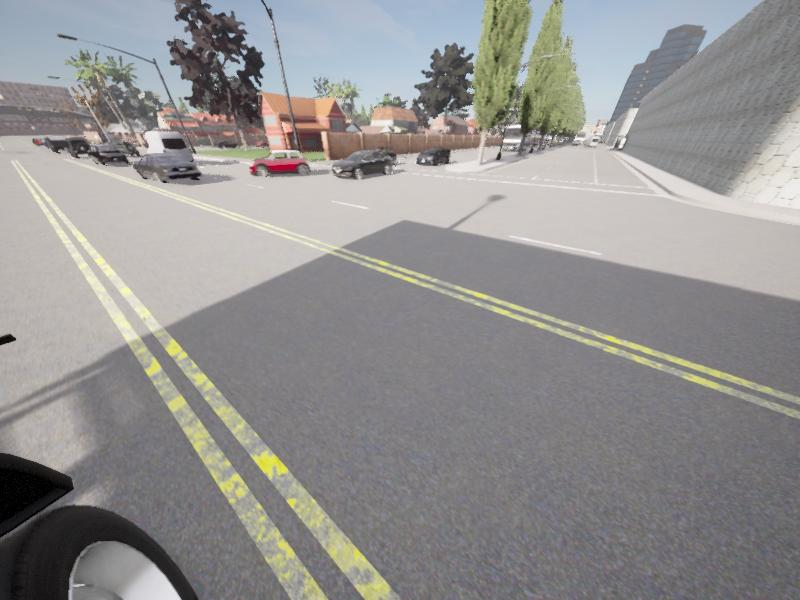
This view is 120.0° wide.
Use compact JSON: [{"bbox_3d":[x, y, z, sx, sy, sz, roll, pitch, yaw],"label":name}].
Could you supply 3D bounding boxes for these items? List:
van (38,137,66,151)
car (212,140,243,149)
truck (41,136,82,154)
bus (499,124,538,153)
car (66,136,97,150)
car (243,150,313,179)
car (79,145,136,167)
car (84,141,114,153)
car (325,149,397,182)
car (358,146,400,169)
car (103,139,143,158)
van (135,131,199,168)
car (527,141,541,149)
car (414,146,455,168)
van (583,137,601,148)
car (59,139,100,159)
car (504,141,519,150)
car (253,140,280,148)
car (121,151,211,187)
[{"bbox_3d":[-61.858,-27.798,41.067,4.442,1.987,1.775,22,41,28],"label":"van"},{"bbox_3d":[-37.255,-33.620,50.017,1.837,1.490,4.892,21,40,27],"label":"car"},{"bbox_3d":[-51.878,-23.761,35.366,6.274,2.098,2.390,22,41,28],"label":"truck"},{"bbox_3d":[23.665,-31.951,45.742,3.944,4.253,10.273,22,40,27],"label":"bus"},{"bbox_3d":[-60.200,-29.608,43.595,5.566,2.045,2.150,22,41,28],"label":"car"},{"bbox_3d":[-8.290,-9.467,15.995,3.806,1.475,1.970,-14,38,-19],"label":"car"},{"bbox_3d":[-27.309,-13.511,21.553,4.902,1.511,2.128,22,41,28],"label":"car"},{"bbox_3d":[-47.783,-24.301,36.706,3.806,1.475,1.970,22,41,28],"label":"car"},{"bbox_3d":[-2.403,-9.254,15.723,1.837,1.490,4.892,23,41,29],"label":"car"},{"bbox_3d":[-1.832,-13.227,21.311,1.789,1.549,3.705,22,41,27],"label":"car"},{"bbox_3d":[-35.462,-19.434,29.569,4.605,1.855,1.932,22,41,28],"label":"car"},{"bbox_3d":[-21.707,-14.060,21.483,5.915,2.561,1.988,23,41,28],"label":"van"},{"bbox_3d":[35.276,-40.642,60.594,2.128,1.511,4.902,22,40,27],"label":"car"},{"bbox_3d":[3.420,-14.041,22.534,2.007,1.525,4.514,22,40,27],"label":"car"},{"bbox_3d":[56.506,-46.544,68.088,1.988,2.561,5.915,13,37,17],"label":"van"},{"bbox_3d":[-38.920,-18.394,28.056,3.866,1.878,1.905,22,41,28],"label":"car"},{"bbox_3d":[26.855,-37.201,55.572,1.882,1.535,5.008,22,40,27],"label":"car"},{"bbox_3d":[-32.331,-37.924,56.054,2.152,1.651,5.027,21,40,27],"label":"car"},{"bbox_3d":[-14.138,-7.993,13.928,5.357,1.411,2.033,21,40,26],"label":"car"}]
